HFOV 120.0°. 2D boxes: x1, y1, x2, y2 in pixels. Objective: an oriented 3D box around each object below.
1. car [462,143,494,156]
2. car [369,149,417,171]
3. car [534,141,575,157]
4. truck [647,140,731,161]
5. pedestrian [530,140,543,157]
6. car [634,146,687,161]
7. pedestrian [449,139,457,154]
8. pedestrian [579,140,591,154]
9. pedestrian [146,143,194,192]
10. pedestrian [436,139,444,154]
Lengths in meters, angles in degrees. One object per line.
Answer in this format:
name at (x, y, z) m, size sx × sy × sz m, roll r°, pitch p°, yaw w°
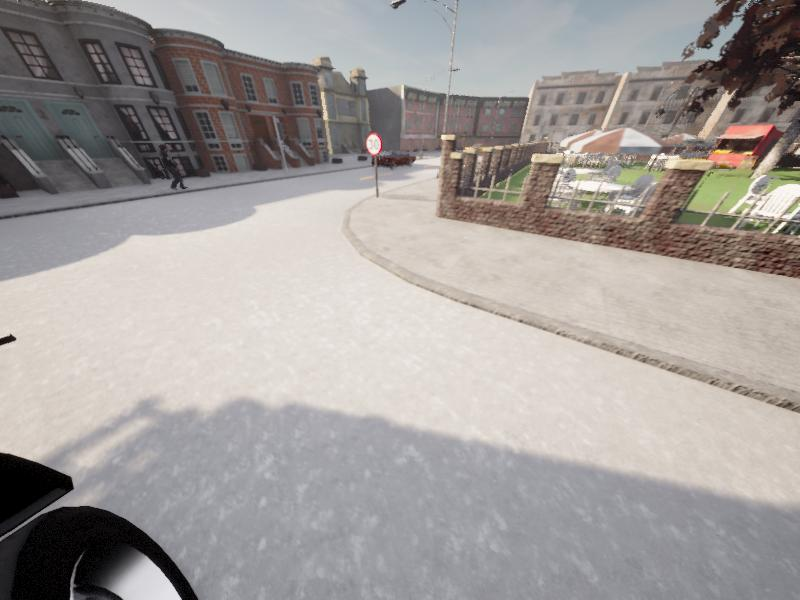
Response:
car at (11.991, -23.269, 35.641) m, size 5.008 × 1.535 × 1.882 m, roll -24°, pitch 42°, yaw -31°
car at (-0.482, -12.319, 20.232) m, size 1.895 × 1.301 × 4.718 m, roll 20°, pitch 40°, yaw 25°
car at (22.586, -22.293, 34.047) m, size 4.605 × 1.855 × 1.932 m, roll 16°, pitch 37°, yaw 20°
truck at (37.404, -19.724, 30.334) m, size 6.274 × 2.098 × 2.390 m, roll 19°, pitch 39°, yaw 25°
pedestrian at (18.151, -20.119, 30.725) m, size 0.751 × 1.860 × 0.751 m, roll 28°, pitch 44°, yaw 34°
car at (32.535, -18.449, 29.028) m, size 3.806 × 1.475 × 1.970 m, roll 19°, pitch 39°, yaw 24°
pedestrian at (8.265, -24.067, 36.238) m, size 0.751 × 1.860 × 0.751 m, roll 18°, pitch 39°, yaw 23°
pedestrian at (30.451, -25.211, 38.039) m, size 0.751 × 1.860 × 0.751 m, roll 18°, pitch 39°, yaw 23°
pedestrian at (-10.425, -6.043, 10.547) m, size 0.751 × 1.860 × 0.751 m, roll 26°, pitch 42°, yaw 31°
pedestrian at (6.205, -24.111, 36.284) m, size 0.751 × 1.860 × 0.751 m, roll -24°, pitch 42°, yaw -31°
